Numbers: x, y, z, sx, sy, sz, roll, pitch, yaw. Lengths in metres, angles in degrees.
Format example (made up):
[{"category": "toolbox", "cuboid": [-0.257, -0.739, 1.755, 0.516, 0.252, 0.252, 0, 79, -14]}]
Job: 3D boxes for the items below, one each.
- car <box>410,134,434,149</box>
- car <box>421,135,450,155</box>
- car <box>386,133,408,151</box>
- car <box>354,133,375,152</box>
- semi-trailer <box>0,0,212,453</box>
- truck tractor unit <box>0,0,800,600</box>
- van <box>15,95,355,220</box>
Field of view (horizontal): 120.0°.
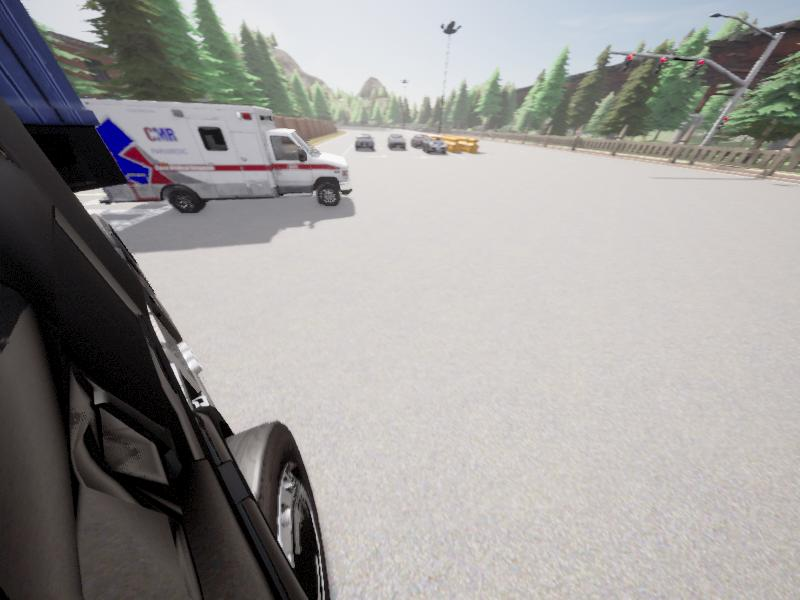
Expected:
[{"category": "car", "cuboid": [2.594, -19.776, 28.760, 1.994, 1.385, 4.181, -4, 37, -8]}, {"category": "car", "cuboid": [3.491, -15.786, 23.430, 1.970, 1.475, 3.806, -2, 37, -5]}, {"category": "car", "cuboid": [-0.433, -18.212, 26.524, 2.033, 1.411, 5.357, -2, 37, -6]}, {"category": "car", "cuboid": [-3.644, -16.499, 24.123, 1.994, 1.385, 4.181, -2, 37, -6]}, {"category": "semi-trailer", "cuboid": [-10.077, -1.689, 1.668, 14.254, 4.402, 2.717, 5, 37, 4]}, {"category": "truck tractor unit", "cuboid": [-2.645, -0.295, 0.351, 6.516, 4.208, 3.053, 28, 44, 30]}, {"category": "van", "cuboid": [-4.771, -4.149, 6.843, 6.366, 2.431, 2.351, -8, 38, -13]}]
